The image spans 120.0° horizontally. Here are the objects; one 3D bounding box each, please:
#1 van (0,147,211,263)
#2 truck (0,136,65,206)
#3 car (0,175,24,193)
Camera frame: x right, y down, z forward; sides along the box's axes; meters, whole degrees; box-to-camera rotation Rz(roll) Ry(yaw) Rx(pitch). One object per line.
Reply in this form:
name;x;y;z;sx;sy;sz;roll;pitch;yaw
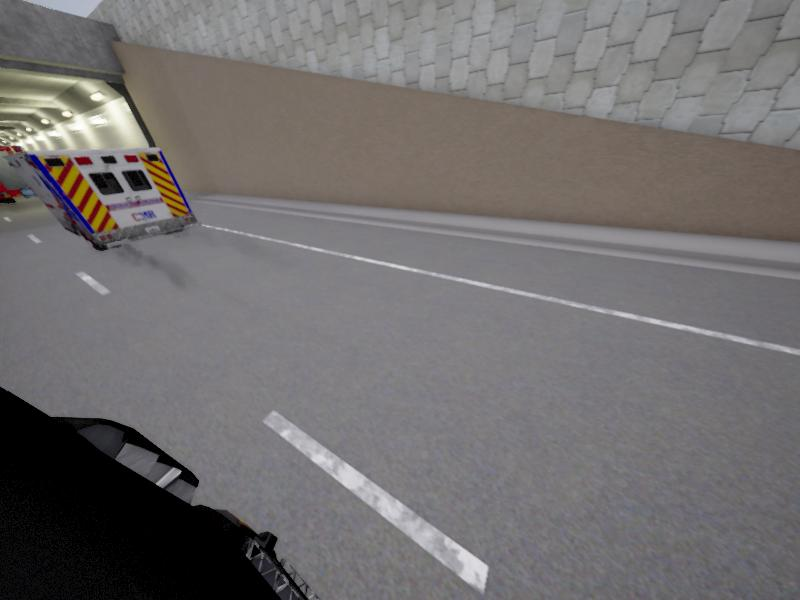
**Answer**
van;-9.607;-3.324;7.487;6.366;2.431;2.351;16;38;26
truck;-29.990;-9.714;17.392;8.468;3.827;2.891;16;38;26
car;-41.258;-11.948;23.767;4.674;1.442;1.812;16;38;26
